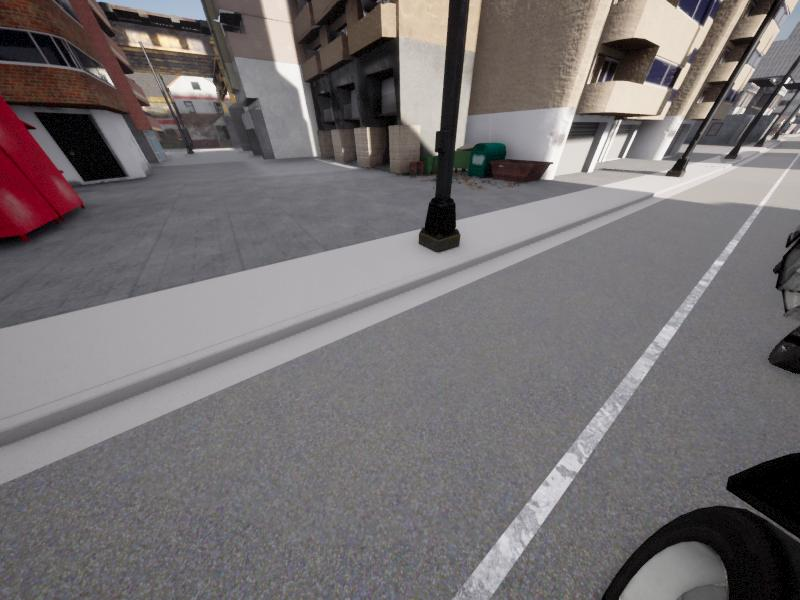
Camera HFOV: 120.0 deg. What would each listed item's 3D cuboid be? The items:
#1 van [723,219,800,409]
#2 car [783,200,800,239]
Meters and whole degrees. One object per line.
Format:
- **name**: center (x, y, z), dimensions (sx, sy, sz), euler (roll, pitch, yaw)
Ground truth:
- **van**: center (7.036, -0.623, 2.654), dimensions (6.366, 2.431, 2.351), euler (-22, 40, -27)
- **car**: center (13.144, -2.683, 6.322), dimensions (4.902, 1.511, 2.128), euler (-22, 40, -27)
